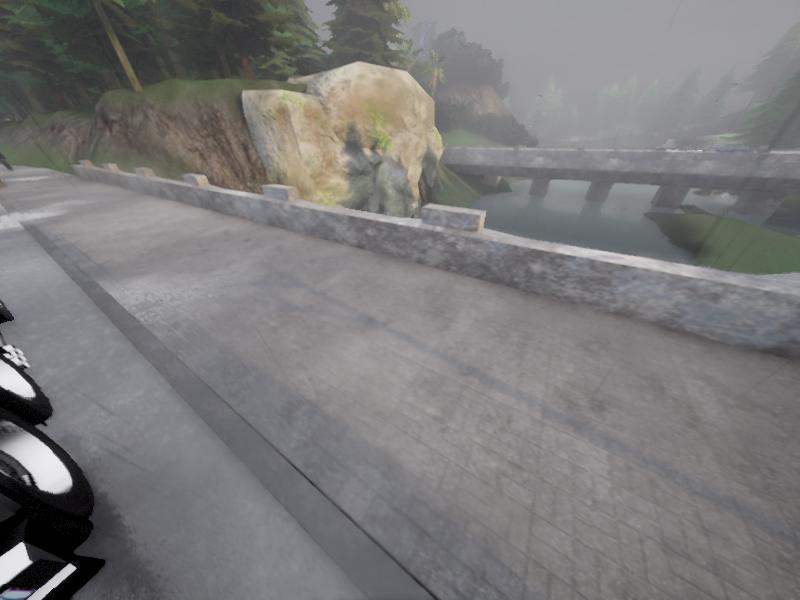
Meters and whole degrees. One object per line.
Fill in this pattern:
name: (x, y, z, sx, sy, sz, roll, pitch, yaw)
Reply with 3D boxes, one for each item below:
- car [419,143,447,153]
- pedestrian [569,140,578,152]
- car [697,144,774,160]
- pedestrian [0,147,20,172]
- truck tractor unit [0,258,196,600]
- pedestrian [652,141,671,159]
car: (6.629, -30.987, 47.044, 5.238, 1.638, 1.930, 19, 39, 25)
pedestrian: (32.252, -28.525, 42.856, 0.751, 1.860, 0.751, 20, 40, 27)
car: (42.003, -18.702, 29.157, 5.008, 1.535, 1.882, 19, 39, 26)
pedestrian: (-34.779, -12.336, 20.199, 0.751, 1.860, 0.751, 20, 40, 27)
truck tractor unit: (-5.103, -0.308, 0.795, 6.516, 4.208, 3.053, 19, 39, 25)
pedestrian: (32.489, -18.710, 28.748, 0.751, 1.860, 0.751, 20, 40, 26)
